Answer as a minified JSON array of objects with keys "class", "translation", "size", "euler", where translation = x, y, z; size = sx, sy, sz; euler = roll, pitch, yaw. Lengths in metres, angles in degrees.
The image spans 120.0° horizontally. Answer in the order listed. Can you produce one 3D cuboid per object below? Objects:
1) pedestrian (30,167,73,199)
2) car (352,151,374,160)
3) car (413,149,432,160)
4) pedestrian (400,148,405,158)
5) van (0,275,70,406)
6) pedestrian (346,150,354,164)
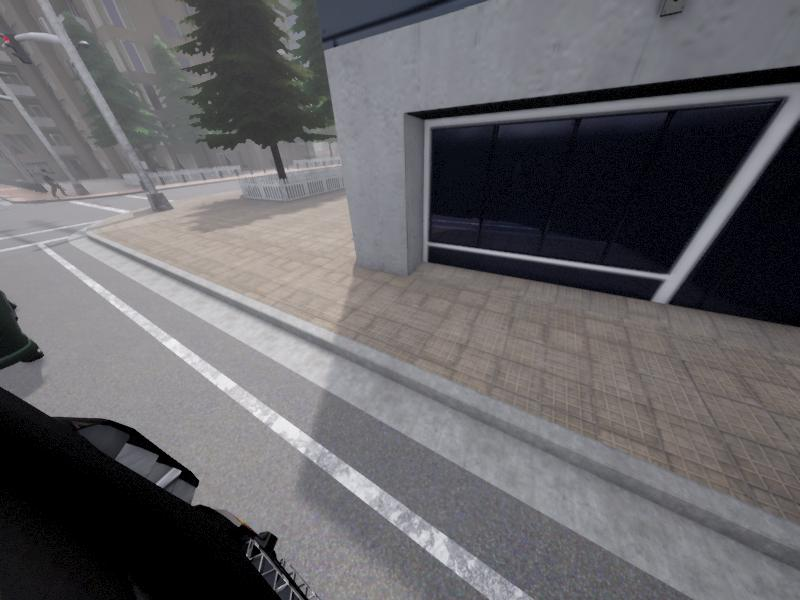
[{"class":"pedestrian","translation":[-23.834,-8.009,15.858],"size":[0.751,1.860,0.751],"euler":[-30,42,-34]},{"class":"car","translation":[-8.388,-32.894,52.750],"size":[4.514,1.525,2.007],"euler":[15,38,25]},{"class":"car","translation":[4.371,-28.309,44.893],"size":[1.837,1.490,4.892],"euler":[15,37,24]},{"class":"pedestrian","translation":[0.638,-33.795,53.085],"size":[0.751,1.860,0.751],"euler":[13,37,23]},{"class":"van","translation":[-6.551,-0.020,2.686],"size":[4.442,1.987,1.775],"euler":[16,38,26]},{"class":"pedestrian","translation":[-8.203,-23.485,37.973],"size":[0.751,1.860,0.751],"euler":[18,39,29]}]
